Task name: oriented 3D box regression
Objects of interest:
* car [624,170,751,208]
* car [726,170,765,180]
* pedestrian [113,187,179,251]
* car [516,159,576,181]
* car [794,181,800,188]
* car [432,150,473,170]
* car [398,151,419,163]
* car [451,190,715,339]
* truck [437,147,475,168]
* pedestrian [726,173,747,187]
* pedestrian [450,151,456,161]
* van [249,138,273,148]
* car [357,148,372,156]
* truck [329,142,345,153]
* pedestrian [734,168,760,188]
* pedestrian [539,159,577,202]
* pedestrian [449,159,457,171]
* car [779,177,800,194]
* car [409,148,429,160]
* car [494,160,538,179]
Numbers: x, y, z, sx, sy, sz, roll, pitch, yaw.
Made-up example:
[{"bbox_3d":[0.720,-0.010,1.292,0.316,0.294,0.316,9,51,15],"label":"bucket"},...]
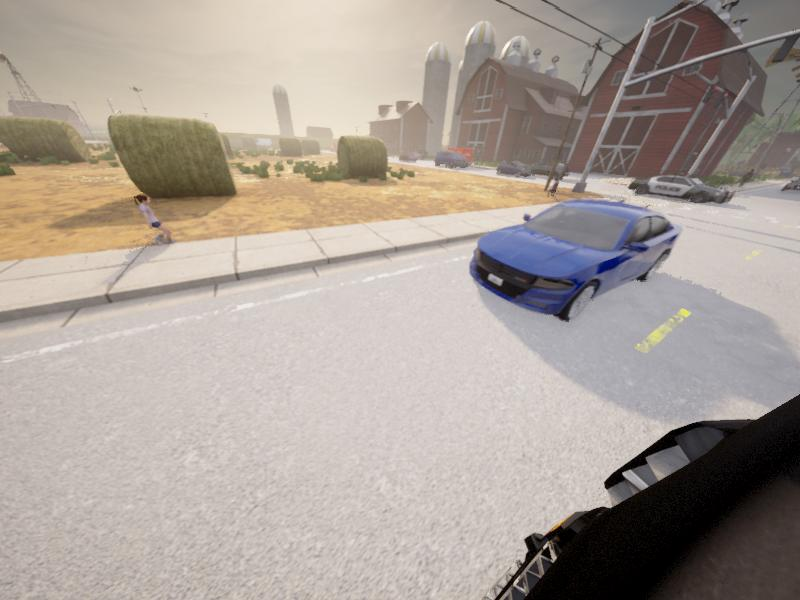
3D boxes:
[{"bbox_3d":[19.200,-7.752,15.861,2.038,1.542,4.974,-13,37,-21],"label":"car"},{"bbox_3d":[70.948,-25.768,47.555,1.994,1.385,4.181,-17,38,-28],"label":"car"},{"bbox_3d":[-5.198,-1.671,4.764,0.500,1.100,0.500,29,41,33],"label":"pedestrian"},{"bbox_3d":[16.189,-14.654,25.922,2.152,1.651,5.027,-17,38,-27],"label":"car"},{"bbox_3d":[58.180,-16.656,32.480,5.238,1.638,1.930,-16,38,-26],"label":"car"},{"bbox_3d":[7.162,-19.665,32.400,2.150,2.045,5.566,-17,38,-27],"label":"car"},{"bbox_3d":[1.455,-24.854,40.198,1.789,1.549,3.705,-17,39,-27],"label":"car"},{"bbox_3d":[3.690,-1.151,4.637,5.008,1.535,1.882,-16,38,-26],"label":"car"},{"bbox_3d":[8.558,-22.249,36.032,2.627,2.467,5.204,-17,38,-27],"label":"truck"},{"bbox_3d":[37.865,-13.496,26.015,0.751,1.300,0.751,-18,39,-28],"label":"pedestrian"},{"bbox_3d":[11.603,-31.480,50.480,0.751,1.860,0.751,-17,39,-28],"label":"pedestrian"},{"bbox_3d":[-44.228,-50.074,73.671,5.915,2.561,1.988,-16,38,-26],"label":"van"},{"bbox_3d":[-9.435,-38.901,60.559,2.038,1.542,4.974,-17,38,-27],"label":"car"},{"bbox_3d":[-18.212,-43.901,66.541,2.627,2.467,5.204,-17,38,-27],"label":"truck"},{"bbox_3d":[38.405,-13.498,25.554,0.751,1.860,0.751,-19,39,-30],"label":"pedestrian"},{"bbox_3d":[8.076,-6.132,11.893,0.751,1.860,0.751,4,33,2],"label":"pedestrian"},{"bbox_3d":[6.013,-15.366,26.342,0.500,1.100,0.500,-9,35,-18],"label":"pedestrian"},{"bbox_3d":[44.952,-12.791,25.793,4.181,1.385,1.994,-16,38,-26],"label":"car"},{"bbox_3d":[3.929,-30.946,49.032,3.866,1.878,1.905,10,40,13],"label":"car"},{"bbox_3d":[12.551,-14.330,25.236,1.845,1.501,3.633,-17,38,-27],"label":"car"}]
